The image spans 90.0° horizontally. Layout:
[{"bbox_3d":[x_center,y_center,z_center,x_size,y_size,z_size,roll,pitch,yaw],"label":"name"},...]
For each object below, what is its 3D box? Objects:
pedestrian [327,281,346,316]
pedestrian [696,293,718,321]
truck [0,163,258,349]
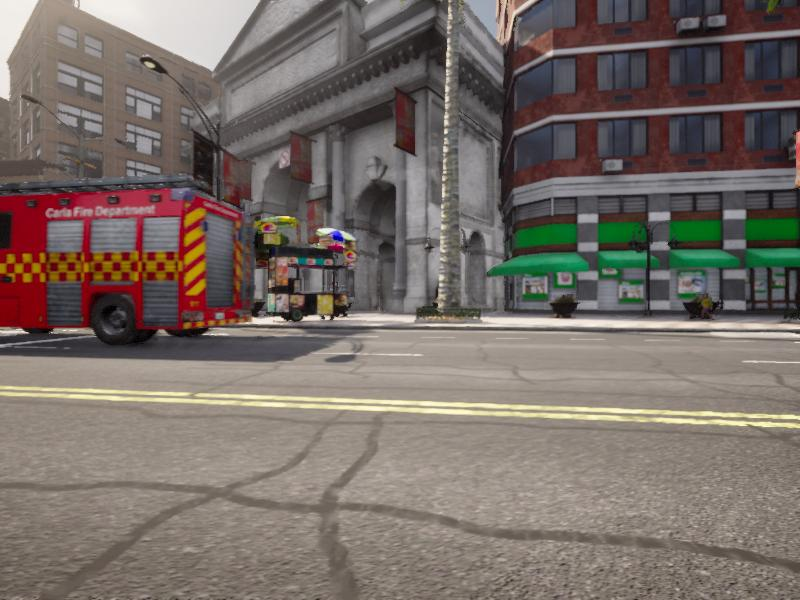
[{"bbox_3d":[-3.457,-0.087,21.747,0.751,1.860,0.751,0,0,16],"label":"pedestrian"},{"bbox_3d":[12.214,0.274,15.913,0.500,1.100,0.500,0,0,10],"label":"pedestrian"},{"bbox_3d":[-8.361,-0.909,10.311,8.468,3.827,2.891,0,0,9],"label":"truck"}]
